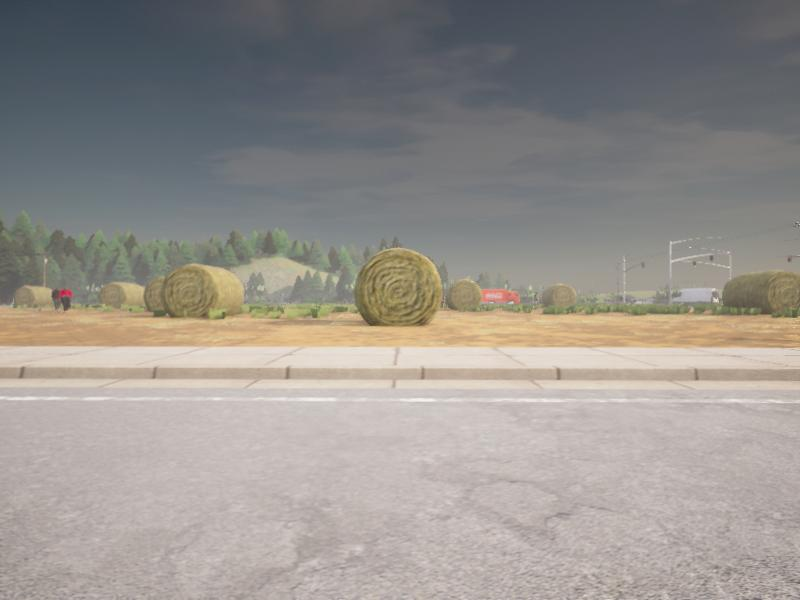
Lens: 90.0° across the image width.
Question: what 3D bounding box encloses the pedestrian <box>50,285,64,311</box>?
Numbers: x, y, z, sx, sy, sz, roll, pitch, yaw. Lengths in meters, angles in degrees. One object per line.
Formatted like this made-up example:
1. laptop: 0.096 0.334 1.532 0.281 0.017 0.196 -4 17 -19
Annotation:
1. pedestrian: -25.251 -0.122 29.477 0.751 1.860 0.751 0 0 -43

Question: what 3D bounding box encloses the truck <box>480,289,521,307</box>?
1. truck: 13.889 -0.250 55.615 5.204 2.467 2.627 0 0 5

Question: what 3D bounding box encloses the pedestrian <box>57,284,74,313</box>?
1. pedestrian: -22.023 -0.121 26.332 0.751 1.860 0.751 0 0 40

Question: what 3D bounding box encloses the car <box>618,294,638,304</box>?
1. car: 41.249 -0.177 72.334 1.789 1.549 3.705 0 3 7

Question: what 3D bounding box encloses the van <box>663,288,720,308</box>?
1. van: 39.632 -0.243 54.581 1.988 2.561 5.915 2 -1 -32
